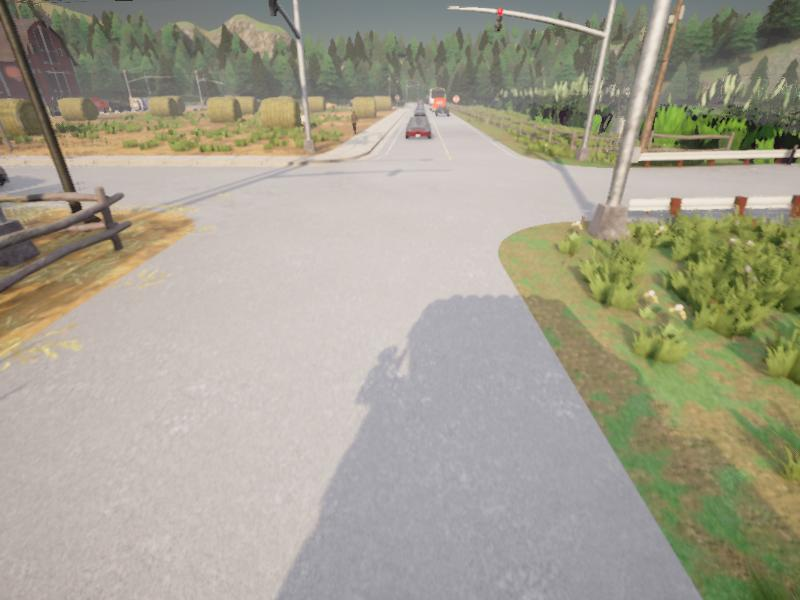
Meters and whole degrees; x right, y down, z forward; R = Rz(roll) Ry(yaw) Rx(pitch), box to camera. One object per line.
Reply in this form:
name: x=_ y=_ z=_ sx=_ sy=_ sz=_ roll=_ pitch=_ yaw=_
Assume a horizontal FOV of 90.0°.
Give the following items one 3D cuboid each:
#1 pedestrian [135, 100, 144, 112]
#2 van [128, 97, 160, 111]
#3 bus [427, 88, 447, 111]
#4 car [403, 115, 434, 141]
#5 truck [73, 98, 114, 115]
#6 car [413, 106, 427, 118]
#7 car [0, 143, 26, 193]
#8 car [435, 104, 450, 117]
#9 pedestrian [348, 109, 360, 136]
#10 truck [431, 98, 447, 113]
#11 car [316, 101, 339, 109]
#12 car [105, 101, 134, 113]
pedestrian: x=-47.612 y=-35.466 z=73.169 sx=0.751 sy=1.860 sz=0.751 roll=3 pitch=27 yaw=5
van: x=-52.651 y=-40.325 z=82.362 sx=2.351 sy=2.431 sz=6.366 roll=0 pitch=27 yaw=-1
bus: x=7.847 y=-43.353 z=86.438 sx=3.944 sy=4.253 sz=10.273 roll=1 pitch=27 yaw=2
car: x=1.451 y=-13.440 z=31.148 sx=2.163 sy=1.488 sz=4.792 roll=1 pitch=27 yaw=2
truck: x=-52.353 y=-33.194 z=68.443 sx=2.627 sy=2.467 sz=5.204 roll=0 pitch=27 yaw=-1
car: x=2.989 y=-28.071 z=59.773 sx=2.033 sy=1.411 sz=5.357 roll=1 pitch=27 yaw=2
car: x=-16.249 y=-4.378 z=13.509 sx=4.792 sy=1.488 sz=2.163 roll=0 pitch=27 yaw=0
car: x=6.699 y=-30.126 z=63.541 sx=2.152 sy=1.651 sz=5.027 roll=1 pitch=27 yaw=2
pedestrian: x=-3.514 y=-13.675 z=30.789 sx=0.751 sy=1.860 sz=0.751 roll=-1 pitch=27 yaw=-2
truck: x=7.364 y=-36.814 z=75.646 sx=2.627 sy=2.467 sz=5.204 roll=1 pitch=27 yaw=2
car: x=-18.096 y=-48.768 z=99.978 sx=5.366 sy=1.575 sz=1.801 roll=0 pitch=27 yaw=0
car: x=-52.495 y=-36.230 z=75.011 sx=1.932 sy=1.855 sz=4.605 roll=0 pitch=27 yaw=-1
